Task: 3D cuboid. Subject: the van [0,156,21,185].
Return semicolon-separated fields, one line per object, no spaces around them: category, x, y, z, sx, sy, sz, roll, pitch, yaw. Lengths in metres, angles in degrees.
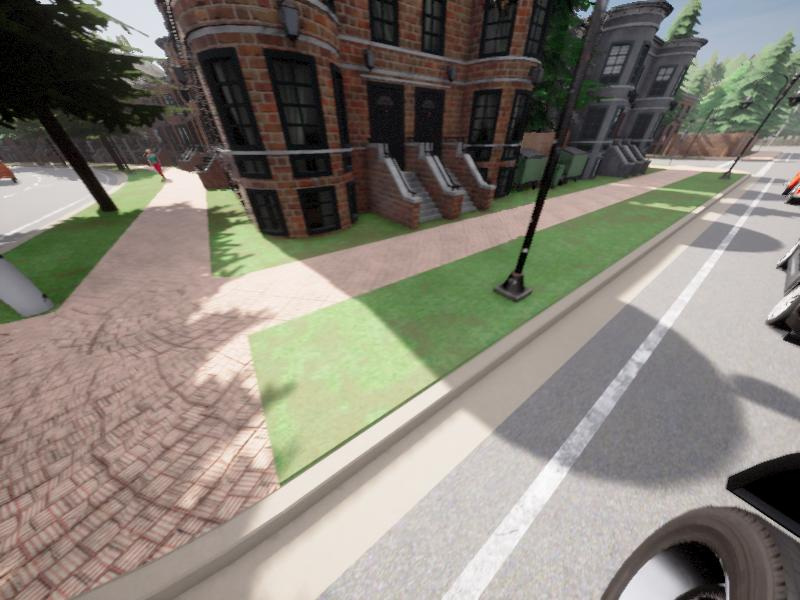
van;-30.025;-9.647;16.774;4.442;1.987;1.775;21;40;28

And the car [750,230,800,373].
car;7.149;-0.413;3.041;5.238;1.638;1.930;-22;40;-28

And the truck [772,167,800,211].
truck;17.203;-4.838;8.529;5.204;2.467;2.627;-22;40;-28
